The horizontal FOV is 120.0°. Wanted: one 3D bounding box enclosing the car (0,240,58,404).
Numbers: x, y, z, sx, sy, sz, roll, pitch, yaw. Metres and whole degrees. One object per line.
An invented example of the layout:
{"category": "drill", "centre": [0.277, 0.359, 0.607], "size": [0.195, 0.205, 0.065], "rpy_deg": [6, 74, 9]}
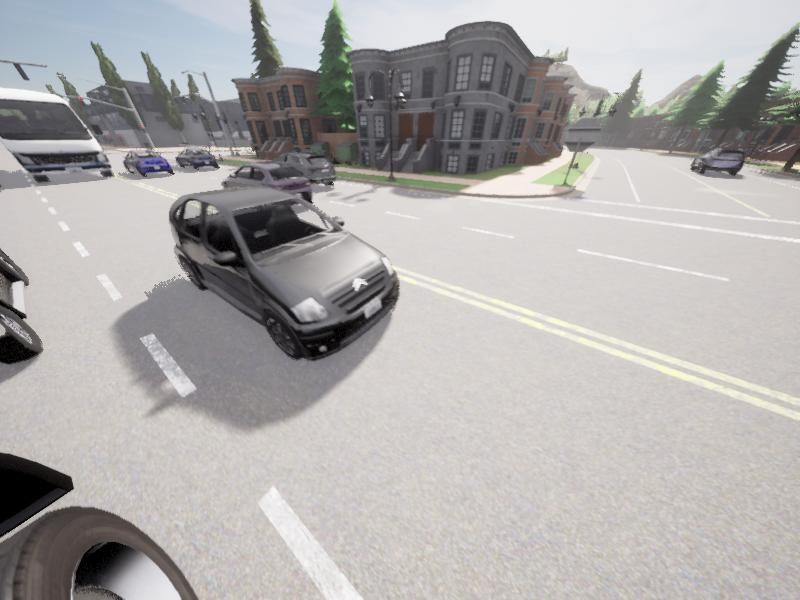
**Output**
{"category": "car", "centre": [-6.336, -0.157, 2.542], "size": [4.605, 1.855, 1.932], "rpy_deg": [21, 40, 28]}

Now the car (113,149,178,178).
{"category": "car", "centre": [-17.795, -9.627, 16.163], "size": [4.193, 1.474, 1.816], "rpy_deg": [22, 41, 28]}

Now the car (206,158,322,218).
{"category": "car", "centre": [-5.295, -4.534, 9.028], "size": [4.193, 1.474, 1.816], "rpy_deg": [22, 41, 28]}

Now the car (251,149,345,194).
{"category": "car", "centre": [-5.573, -7.174, 12.643], "size": [4.856, 1.649, 2.033], "rpy_deg": [22, 41, 28]}

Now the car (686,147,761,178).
{"category": "car", "centre": [24.592, -10.736, 17.858], "size": [2.033, 1.649, 4.856], "rpy_deg": [24, 41, 30]}

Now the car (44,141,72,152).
{"category": "car", "centre": [-57.781, -25.906, 38.990], "size": [4.674, 1.442, 1.812], "rpy_deg": [22, 41, 28]}

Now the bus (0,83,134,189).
{"category": "bus", "centre": [-22.302, -10.226, 14.564], "size": [10.273, 4.253, 3.944], "rpy_deg": [22, 41, 28]}

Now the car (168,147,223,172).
{"category": "car", "centre": [-16.999, -11.765, 19.203], "size": [4.193, 1.474, 1.816], "rpy_deg": [22, 41, 28]}

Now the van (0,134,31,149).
{"category": "van", "centre": [-77.207, -31.763, 46.295], "size": [6.366, 2.431, 2.351], "rpy_deg": [22, 41, 28]}

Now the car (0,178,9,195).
{"category": "car", "centre": [-20.321, -5.754, 10.599], "size": [3.633, 1.501, 1.845], "rpy_deg": [22, 41, 28]}

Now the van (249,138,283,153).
{"category": "van", "centre": [-22.530, -26.095, 39.056], "size": [1.775, 1.987, 4.442], "rpy_deg": [21, 40, 27]}

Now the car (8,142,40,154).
{"category": "car", "centre": [-58.278, -23.630, 35.788], "size": [5.357, 1.411, 2.033], "rpy_deg": [22, 41, 28]}

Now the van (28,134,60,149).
{"category": "van", "centre": [-73.254, -32.617, 47.537], "size": [6.366, 2.431, 2.351], "rpy_deg": [22, 41, 28]}

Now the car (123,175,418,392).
{"category": "car", "centre": [-1.951, -0.762, 3.586], "size": [3.988, 1.617, 1.851], "rpy_deg": [22, 41, 28]}
